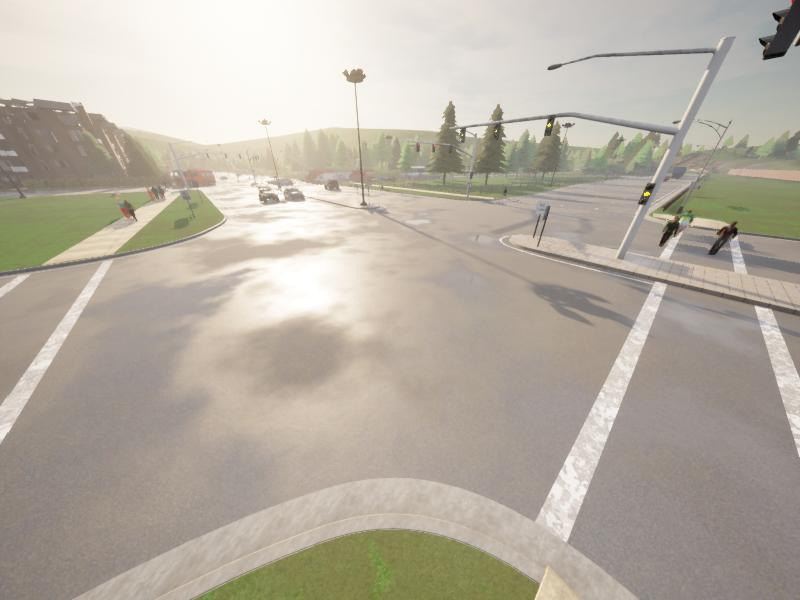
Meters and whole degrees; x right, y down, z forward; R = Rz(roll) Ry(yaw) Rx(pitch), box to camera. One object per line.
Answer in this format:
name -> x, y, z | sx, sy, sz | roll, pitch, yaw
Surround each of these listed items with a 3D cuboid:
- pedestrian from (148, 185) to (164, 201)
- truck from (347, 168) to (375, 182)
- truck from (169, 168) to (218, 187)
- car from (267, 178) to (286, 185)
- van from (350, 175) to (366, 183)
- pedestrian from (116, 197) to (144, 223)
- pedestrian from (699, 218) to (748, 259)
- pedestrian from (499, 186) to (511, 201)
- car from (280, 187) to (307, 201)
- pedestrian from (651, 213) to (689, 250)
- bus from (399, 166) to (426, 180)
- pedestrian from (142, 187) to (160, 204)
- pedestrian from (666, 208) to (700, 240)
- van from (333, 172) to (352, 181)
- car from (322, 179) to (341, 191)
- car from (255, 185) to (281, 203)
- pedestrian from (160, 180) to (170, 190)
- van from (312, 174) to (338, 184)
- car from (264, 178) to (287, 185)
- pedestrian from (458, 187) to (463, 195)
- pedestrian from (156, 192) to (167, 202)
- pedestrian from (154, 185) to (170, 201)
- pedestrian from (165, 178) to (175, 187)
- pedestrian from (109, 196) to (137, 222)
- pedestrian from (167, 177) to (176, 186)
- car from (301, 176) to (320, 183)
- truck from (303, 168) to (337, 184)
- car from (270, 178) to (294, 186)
pedestrian -> -32.530, -14.213, 30.769 | 0.751, 1.860, 0.751 | -20, 36, -31
truck -> -12.683, -40.812, 75.221 | 8.468, 3.827, 2.891 | -23, 37, -34
truck -> -50.936, -30.530, 57.412 | 2.891, 3.827, 8.468 | 6, 31, 10
car -> -32.673, -31.419, 61.255 | 3.988, 1.617, 1.851 | -23, 37, -34
van -> -12.972, -37.603, 71.507 | 4.442, 1.987, 1.775 | -23, 37, -34
pedestrian -> -21.943, -7.308, 18.810 | 0.751, 1.860, 0.751 | -21, 36, -31
pedestrian -> 16.710, -3.174, 11.955 | 0.751, 1.860, 0.751 | -21, 36, -32
pedestrian -> 14.563, -14.781, 32.055 | 0.751, 1.860, 0.751 | -20, 36, -31
car -> -15.740, -15.690, 34.038 | 1.837, 1.490, 4.892 | -22, 37, -34
pedestrian -> 15.452, -3.916, 13.239 | 0.751, 1.860, 0.751 | -25, 38, -36
bus -> 4.704, -48.215, 87.617 | 10.273, 4.253, 3.944 | -23, 37, -34
pedestrian -> -30.547, -12.810, 28.340 | 0.751, 1.860, 0.751 | -20, 35, -30
pedestrian -> 18.540, -4.999, 15.165 | 0.751, 1.860, 0.751 | -25, 38, -36
van -> -19.502, -41.977, 78.489 | 5.915, 2.561, 1.988 | -23, 37, -34
car -> -14.239, -23.961, 47.996 | 1.905, 1.878, 3.866 | -22, 37, -34
car -> -18.226, -14.605, 31.793 | 1.905, 1.878, 3.866 | -22, 37, -34
pedestrian -> -48.461, -23.815, 47.713 | 0.751, 1.860, 0.751 | 22, 36, 33
van -> -21.242, -34.326, 65.383 | 6.366, 2.431, 2.351 | -23, 37, -34
car -> -34.470, -32.865, 63.951 | 5.027, 1.651, 2.152 | -23, 37, -34
pedestrian -> 9.857, -17.809, 37.758 | 0.500, 1.100, 0.500 | -20, 36, -31
pedestrian -> -31.224, -13.472, 30.247 | 0.500, 1.100, 0.500 | -18, 35, -28
pedestrian -> -32.150, -14.479, 31.231 | 0.751, 1.860, 0.751 | -19, 35, -30
pedestrian -> -54.090, -27.590, 54.312 | 0.751, 1.860, 0.751 | 2, 30, 3
pedestrian -> -23.069, -7.578, 19.278 | 0.751, 1.860, 0.751 | -19, 35, -29
pedestrian -> -55.164, -28.617, 55.718 | 0.751, 1.860, 0.751 | -8, 31, -13
car -> -26.862, -36.255, 69.373 | 4.553, 1.767, 2.097 | -23, 37, -34
truck -> -23.280, -36.362, 67.514 | 8.468, 3.827, 2.891 | -23, 37, -34
car -> -30.096, -30.265, 59.140 | 4.856, 1.649, 2.033 | -23, 37, -34
